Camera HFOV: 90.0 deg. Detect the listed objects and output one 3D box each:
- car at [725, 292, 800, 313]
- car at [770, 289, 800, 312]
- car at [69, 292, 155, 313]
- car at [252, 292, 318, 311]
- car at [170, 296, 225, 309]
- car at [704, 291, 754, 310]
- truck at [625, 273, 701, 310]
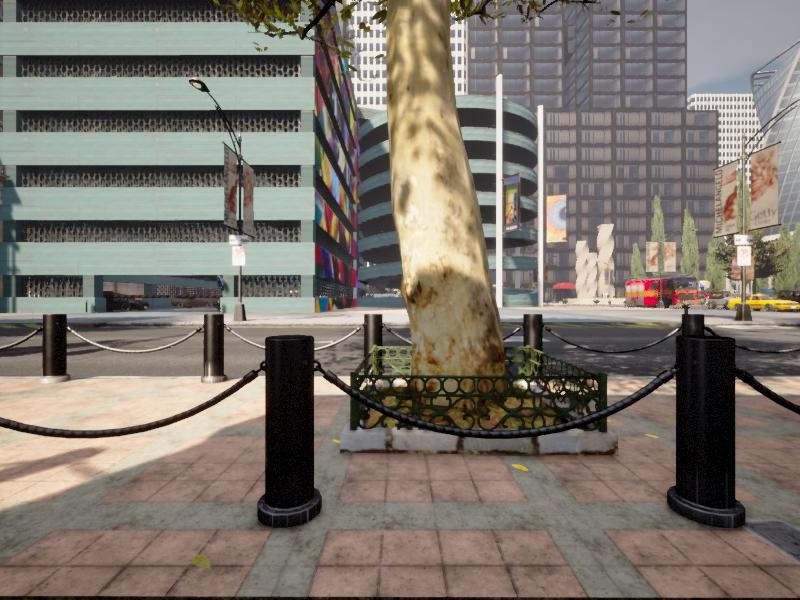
[{"bbox_3d":[30.029,0.201,33.190,1.801,1.575,5.366,0,0,0],"label":"car"},{"bbox_3d":[33.518,0.046,33.266,1.905,1.878,3.866,0,0,0],"label":"car"},{"bbox_3d":[-21.193,0.157,29.591,4.786,1.482,2.161,0,0,0],"label":"car"},{"bbox_3d":[-9.593,0.117,33.684,4.902,1.511,2.128,0,0,0],"label":"car"},{"bbox_3d":[-20.752,0.207,41.191,4.718,1.301,1.895,0,0,0],"label":"car"},{"bbox_3d":[33.510,0.045,40.904,1.905,1.878,3.866,0,0,0],"label":"car"},{"bbox_3d":[29.988,-0.923,46.219,2.891,3.827,8.468,0,0,-3],"label":"truck"}]
